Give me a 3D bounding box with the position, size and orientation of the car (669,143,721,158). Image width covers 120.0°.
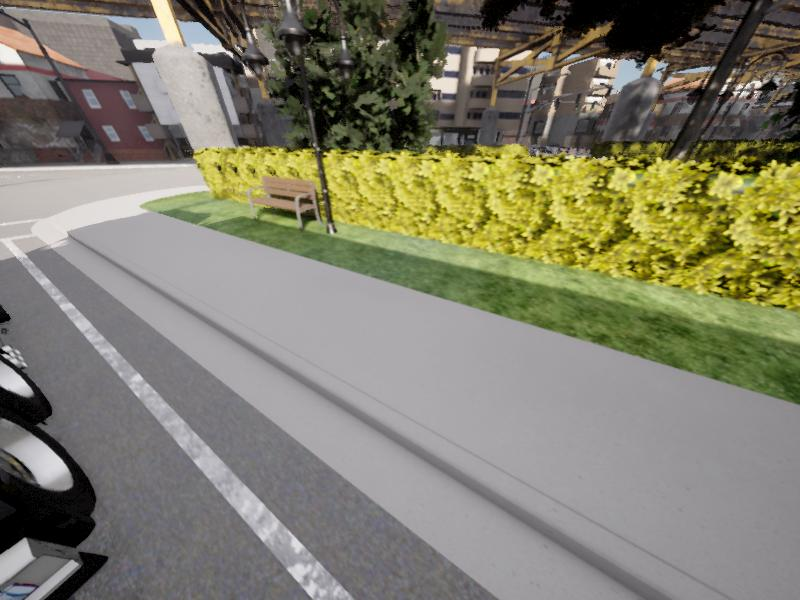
[{"bbox_3d":[41.822,-21.267,32.772,5.238,1.638,1.930,-9,36,-12],"label":"car"}]

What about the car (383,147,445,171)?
[{"bbox_3d":[1.229,-13.031,21.256,5.238,1.638,1.930,-9,36,-12],"label":"car"}]

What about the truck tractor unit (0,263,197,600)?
[{"bbox_3d":[-5.111,-0.300,0.783,6.516,4.208,3.053,18,39,24],"label":"truck tractor unit"}]
